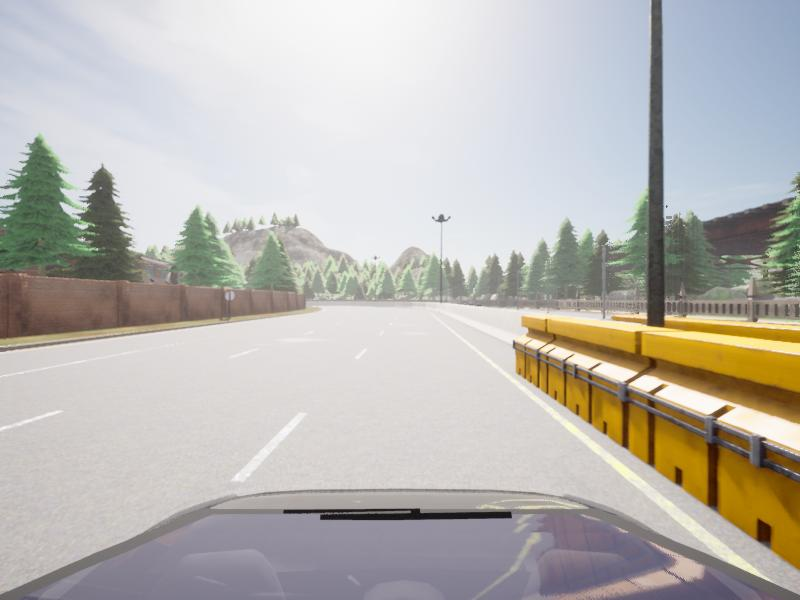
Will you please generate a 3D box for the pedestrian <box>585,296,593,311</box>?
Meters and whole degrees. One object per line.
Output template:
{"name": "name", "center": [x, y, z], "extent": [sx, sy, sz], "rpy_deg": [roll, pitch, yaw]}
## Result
{"name": "pedestrian", "center": [23.036, 0.445, 48.749], "extent": [0.751, 1.860, 0.751], "rpy_deg": [0, 0, 3]}
